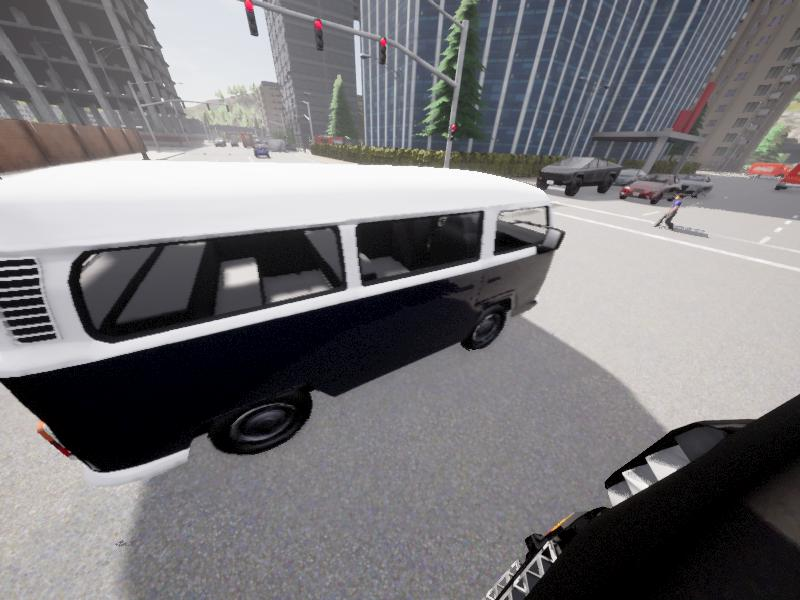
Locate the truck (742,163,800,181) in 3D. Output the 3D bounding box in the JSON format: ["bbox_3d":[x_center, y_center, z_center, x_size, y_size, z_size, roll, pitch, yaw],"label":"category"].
[{"bbox_3d":[68.717,-23.747,42.743,2.627,2.467,5.204,-16,38,-26],"label":"truck"}]

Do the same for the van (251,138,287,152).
[{"bbox_3d":[-28.374,-33.841,50.499,2.351,2.431,6.366,18,37,23],"label":"van"}]

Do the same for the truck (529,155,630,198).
[{"bbox_3d":[12.017,-8.358,15.491,6.274,2.098,2.390,-16,38,-26],"label":"truck"}]

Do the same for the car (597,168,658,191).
[{"bbox_3d":[18.805,-10.021,19.104,4.674,1.442,1.812,-16,38,-26],"label":"car"}]

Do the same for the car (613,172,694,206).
[{"bbox_3d":[15.307,-6.800,13.965,4.193,1.474,1.816,-16,38,-26],"label":"car"}]

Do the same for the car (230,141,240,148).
[{"bbox_3d":[-46.794,-44.045,65.432,1.895,1.301,4.718,-16,38,-26],"label":"car"}]

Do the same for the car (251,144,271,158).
[{"bbox_3d":[-20.375,-21.825,33.862,2.007,1.525,4.514,-15,38,-25],"label":"car"}]

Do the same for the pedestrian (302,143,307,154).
[{"bbox_3d":[-20.753,-33.002,50.291,0.751,1.860,0.751,-10,36,-18],"label":"pedestrian"}]

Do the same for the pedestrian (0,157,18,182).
[{"bbox_3d":[-17.662,-6.024,9.697,0.751,1.860,0.751,-19,39,-29],"label":"pedestrian"}]

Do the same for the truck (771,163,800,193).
[{"bbox_3d":[41.416,-12.405,23.493,5.204,2.467,2.627,-16,38,-26],"label":"truck"}]

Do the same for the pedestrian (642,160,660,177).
[{"bbox_3d":[33.711,-17.641,31.009,0.751,1.860,0.751,-17,38,-27],"label":"pedestrian"}]

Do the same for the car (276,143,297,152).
[{"bbox_3d":[-27.764,-37.305,56.563,3.988,1.617,1.851,-17,38,-27],"label":"car"}]

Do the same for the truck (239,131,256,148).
[{"bbox_3d":[-45.205,-47.442,68.379,2.891,3.827,8.468,-16,38,-26],"label":"truck"}]

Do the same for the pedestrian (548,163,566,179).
[{"bbox_3d":[15.425,-12.735,22.734,0.751,1.300,0.751,-16,38,-26],"label":"pedestrian"}]

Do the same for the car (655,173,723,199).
[{"bbox_3d":[21.356,-8.484,17.058,4.181,1.385,1.994,-17,38,-27],"label":"car"}]

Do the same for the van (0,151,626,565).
[{"bbox_3d":[-0.310,-0.314,2.551,4.480,2.038,2.069,-16,38,-26],"label":"van"}]

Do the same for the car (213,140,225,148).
[{"bbox_3d":[-47.902,-41.323,61.163,2.033,1.411,5.357,-16,38,-26],"label":"car"}]

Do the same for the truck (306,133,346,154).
[{"bbox_3d":[-18.254,-38.793,57.449,8.468,3.827,2.891,-16,38,-26],"label":"truck"}]

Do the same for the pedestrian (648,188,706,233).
[{"bbox_3d":[9.842,-3.219,8.284,0.751,1.300,0.751,27,40,31],"label":"pedestrian"}]

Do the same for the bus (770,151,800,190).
[{"bbox_3d":[49.691,-15.567,27.277,10.273,4.253,3.944,-16,38,-26],"label":"bus"}]
